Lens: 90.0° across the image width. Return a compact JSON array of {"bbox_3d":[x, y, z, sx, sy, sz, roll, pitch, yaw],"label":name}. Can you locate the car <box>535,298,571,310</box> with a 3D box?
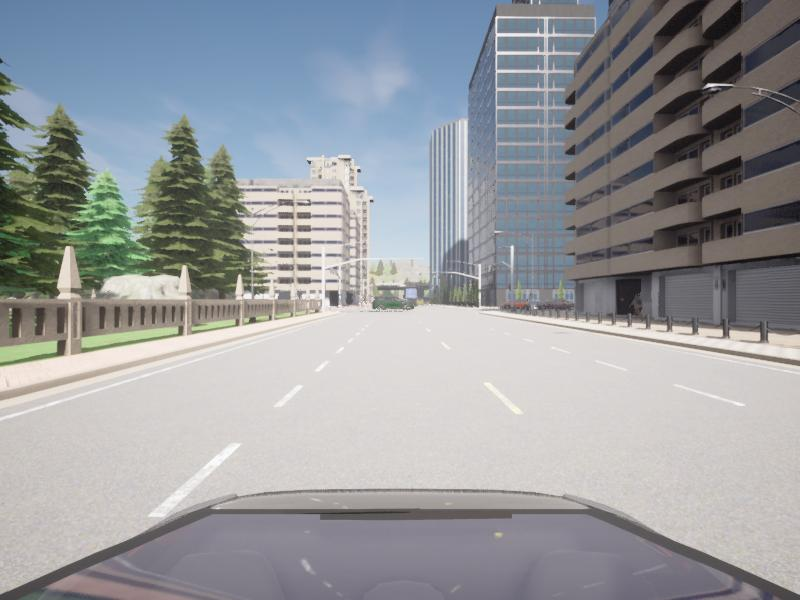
[{"bbox_3d":[22.836,0.597,59.821,4.605,1.855,1.932,0,0,0],"label":"car"}]

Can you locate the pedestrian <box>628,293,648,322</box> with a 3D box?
[{"bbox_3d":[15.370,0.482,25.843,0.751,1.860,0.751,0,0,-9],"label":"pedestrian"}]

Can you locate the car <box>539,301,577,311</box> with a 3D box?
[{"bbox_3d":[22.232,0.814,56.318,4.674,1.442,1.812,0,0,0],"label":"car"}]

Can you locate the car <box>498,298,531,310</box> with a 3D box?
[{"bbox_3d":[18.110,0.639,63.311,4.553,1.767,2.097,0,0,0],"label":"car"}]

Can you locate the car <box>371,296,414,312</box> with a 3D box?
[{"bbox_3d":[-0.928,0.549,52.692,5.566,2.045,2.150,0,0,0],"label":"car"}]

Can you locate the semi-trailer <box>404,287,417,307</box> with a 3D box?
[{"bbox_3d":[2.415,-0.619,96.726,2.717,4.402,14.254,0,0,-1],"label":"semi-trailer"}]
